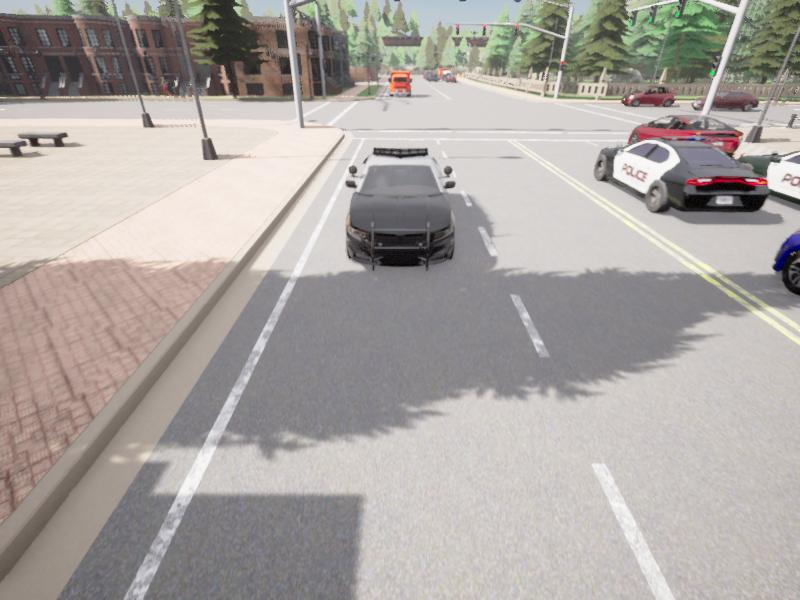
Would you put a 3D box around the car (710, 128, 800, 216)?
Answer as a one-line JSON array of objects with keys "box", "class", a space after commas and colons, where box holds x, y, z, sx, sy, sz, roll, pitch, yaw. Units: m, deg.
[{"box": [10.509, -3.007, 9.721, 2.038, 1.542, 4.974, 0, 30, 0], "class": "car"}]

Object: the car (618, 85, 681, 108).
[{"box": [21.695, -17.757, 34.925, 3.988, 1.617, 1.851, 1, 30, 2], "class": "car"}]

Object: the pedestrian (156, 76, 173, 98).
[{"box": [-22.891, -20.745, 38.952, 0.751, 1.860, 0.751, -1, 30, -3], "class": "pedestrian"}]

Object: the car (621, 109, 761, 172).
[{"box": [10.575, -6.159, 15.101, 2.007, 1.525, 4.514, 1, 30, 1], "class": "car"}]

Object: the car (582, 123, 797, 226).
[{"box": [7.010, -3.563, 10.631, 2.038, 1.542, 4.974, 0, 30, 0], "class": "car"}]

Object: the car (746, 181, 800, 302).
[{"box": [7.006, -0.029, 4.608, 2.007, 1.525, 4.514, 0, 30, 0], "class": "car"}]

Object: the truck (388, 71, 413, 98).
[{"box": [0.028, -24.192, 44.808, 2.627, 2.467, 5.204, 0, 31, 0], "class": "truck"}]

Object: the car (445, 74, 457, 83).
[{"box": [10.542, -45.626, 82.468, 1.970, 1.475, 3.806, 0, 30, 0], "class": "car"}]

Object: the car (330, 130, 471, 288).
[{"box": [0.009, -2.217, 8.151, 1.930, 1.638, 5.238, 0, 30, 0], "class": "car"}]

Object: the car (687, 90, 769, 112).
[{"box": [26.017, -15.863, 31.901, 4.674, 1.442, 1.812, 0, 30, 0], "class": "car"}]
